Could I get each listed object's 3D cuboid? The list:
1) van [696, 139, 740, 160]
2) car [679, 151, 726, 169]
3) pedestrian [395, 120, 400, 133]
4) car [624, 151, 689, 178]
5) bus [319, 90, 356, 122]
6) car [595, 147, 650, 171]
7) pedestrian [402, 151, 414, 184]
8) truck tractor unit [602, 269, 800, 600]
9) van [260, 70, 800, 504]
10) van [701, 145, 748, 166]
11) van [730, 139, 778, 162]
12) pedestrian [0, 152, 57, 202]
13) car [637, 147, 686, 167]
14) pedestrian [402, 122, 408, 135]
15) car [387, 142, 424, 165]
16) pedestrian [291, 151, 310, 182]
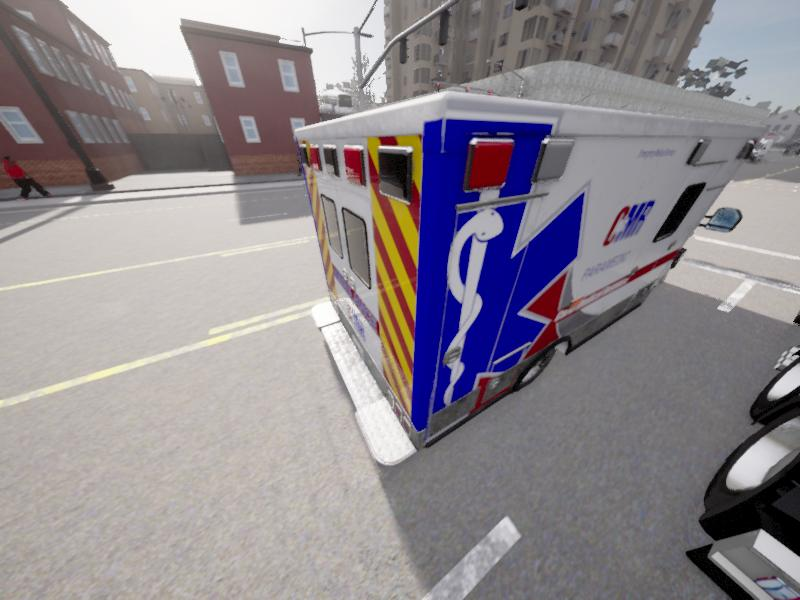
[{"bbox_3d":[48.576,-22.938,35.275,5.915,2.561,1.988,-18,38,-24],"label":"van"},{"bbox_3d":[31.618,-14.713,24.186,3.633,1.501,1.845,-18,38,-24],"label":"car"},{"bbox_3d":[-0.440,-32.647,43.467,0.751,1.860,0.751,-20,39,-27],"label":"pedestrian"},{"bbox_3d":[21.252,-11.278,19.113,4.856,1.649,2.033,-20,39,-26],"label":"car"},{"bbox_3d":[-13.201,-40.689,48.397,3.944,4.253,10.273,-18,47,-24],"label":"bus"},{"bbox_3d":[21.998,-13.988,22.878,4.605,1.855,1.932,-17,38,-25],"label":"car"},{"bbox_3d":[0.513,-8.891,15.488,0.751,1.860,0.751,3,34,5],"label":"pedestrian"},{"bbox_3d":[5.106,-0.306,0.781,6.516,4.208,3.053,-18,38,-24],"label":"truck tractor unit"},{"bbox_3d":[2.066,-0.893,3.258,6.366,2.431,2.351,-18,38,-24],"label":"van"},{"bbox_3d":[38.212,-17.054,27.176,4.442,1.987,1.775,-18,38,-24],"label":"van"},{"bbox_3d":[49.663,-21.021,32.451,5.915,2.561,1.988,-18,38,-25],"label":"van"},{"bbox_3d":[-16.946,-5.522,10.375,0.751,1.860,0.751,-19,38,-25],"label":"pedestrian"},{"bbox_3d":[30.405,-16.697,26.873,4.553,1.767,2.097,-18,38,-24],"label":"car"},{"bbox_3d":[0.870,-31.848,42.857,0.751,1.860,0.751,-17,38,-24],"label":"pedestrian"},{"bbox_3d":[0.500,-17.523,27.462,1.930,1.638,5.238,-18,43,-24],"label":"car"},{"bbox_3d":[-7.096,-9.519,16.521,0.751,1.860,0.751,-17,38,-23],"label":"pedestrian"}]
